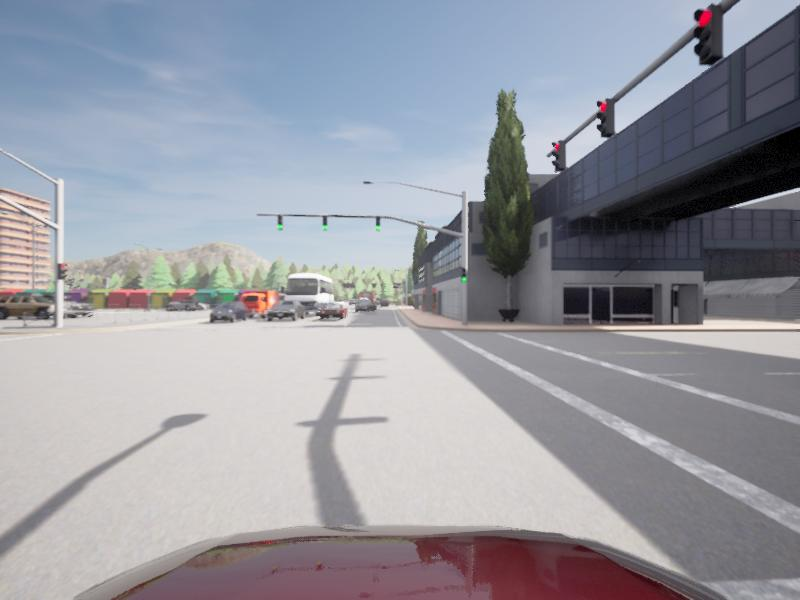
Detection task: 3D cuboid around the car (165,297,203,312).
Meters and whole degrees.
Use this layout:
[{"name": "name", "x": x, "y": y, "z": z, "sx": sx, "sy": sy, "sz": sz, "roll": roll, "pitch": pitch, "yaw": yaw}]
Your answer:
[{"name": "car", "x": -27.811, "y": 0.542, "z": 51.513, "sx": 3.866, "sy": 1.878, "sz": 1.905, "roll": 0, "pitch": 0, "yaw": -3}]

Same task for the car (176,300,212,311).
[{"name": "car", "x": -27.946, "y": 0.785, "z": 54.405, "sx": 3.806, "sy": 1.475, "sz": 1.970, "roll": 0, "pitch": 0, "yaw": -3}]

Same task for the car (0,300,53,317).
[{"name": "car", "x": -33.356, "y": 0.743, "z": 34.304, "sx": 5.357, "sy": 1.415, "sz": 2.033, "roll": 0, "pitch": 0, "yaw": -3}]

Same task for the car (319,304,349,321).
[{"name": "car", "x": -5.512, "y": 0.986, "z": 33.764, "sx": 1.895, "sy": 1.301, "sz": 4.718, "roll": 0, "pitch": 0, "yaw": -2}]

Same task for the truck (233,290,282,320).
[{"name": "truck", "x": -12.580, "y": 0.394, "z": 35.766, "sx": 2.627, "sy": 2.467, "sz": 5.204, "roll": 0, "pitch": 0, "yaw": -2}]

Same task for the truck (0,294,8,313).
[{"name": "truck", "x": -44.837, "y": 0.411, "z": 42.406, "sx": 4.478, "sy": 2.038, "sz": 2.069, "roll": 0, "pitch": 0, "yaw": -3}]

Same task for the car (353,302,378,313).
[{"name": "car", "x": -4.551, "y": 0.968, "z": 54.037, "sx": 2.033, "sy": 1.411, "sz": 5.357, "roll": 0, "pitch": 0, "yaw": 11}]

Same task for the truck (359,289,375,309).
[{"name": "truck", "x": -6.733, "y": -0.213, "z": 82.325, "sx": 2.891, "sy": 3.827, "sz": 8.468, "roll": 0, "pitch": 0, "yaw": -1}]

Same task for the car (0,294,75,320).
[{"name": "car", "x": -26.694, "y": 0.508, "z": 29.023, "sx": 4.605, "sy": 1.855, "sz": 1.932, "roll": 0, "pitch": 0, "yaw": -3}]

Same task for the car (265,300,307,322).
[{"name": "car", "x": -8.971, "y": 0.817, "z": 32.016, "sx": 2.152, "sy": 1.651, "sz": 5.027, "roll": 0, "pitch": 0, "yaw": -3}]

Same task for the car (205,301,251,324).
[{"name": "car", "x": -12.342, "y": 0.854, "z": 28.973, "sx": 1.845, "sy": 1.501, "sz": 3.633, "roll": 0, "pitch": 0, "yaw": -2}]

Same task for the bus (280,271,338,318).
[{"name": "bus", "x": -9.116, "y": -0.484, "z": 41.869, "sx": 3.944, "sy": 4.253, "sz": 10.273, "roll": 0, "pitch": 0, "yaw": -1}]

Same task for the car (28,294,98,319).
[{"name": "car", "x": -26.786, "y": 0.514, "z": 31.917, "sx": 3.866, "sy": 1.878, "sz": 1.905, "roll": 0, "pitch": 0, "yaw": -3}]
